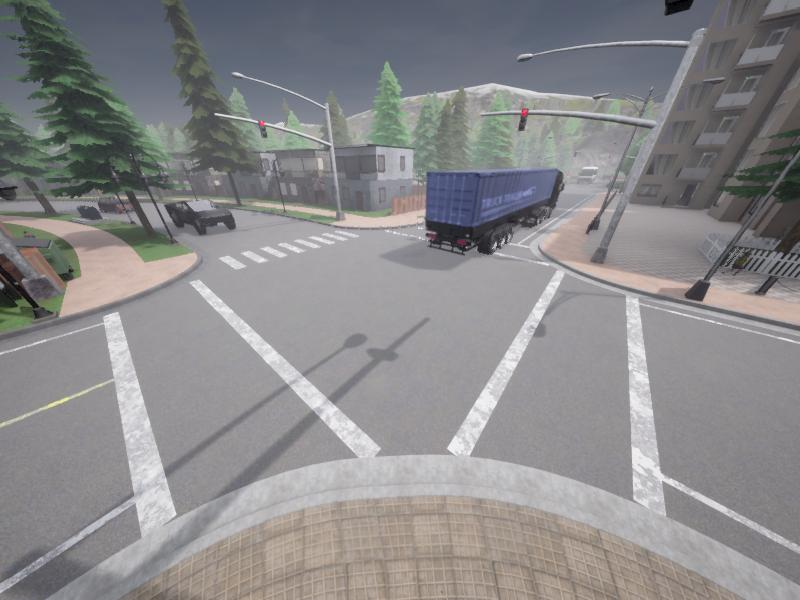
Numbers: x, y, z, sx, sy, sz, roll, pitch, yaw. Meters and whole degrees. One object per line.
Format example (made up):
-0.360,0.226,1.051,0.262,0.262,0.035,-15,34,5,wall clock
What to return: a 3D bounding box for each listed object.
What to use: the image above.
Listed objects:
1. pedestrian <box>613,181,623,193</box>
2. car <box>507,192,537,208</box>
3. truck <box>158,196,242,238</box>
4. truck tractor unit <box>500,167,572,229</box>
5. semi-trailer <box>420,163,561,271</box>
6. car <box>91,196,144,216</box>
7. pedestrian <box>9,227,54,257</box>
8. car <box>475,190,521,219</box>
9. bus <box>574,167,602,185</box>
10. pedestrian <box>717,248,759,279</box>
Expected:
39.530,-20.558,41.960,0.751,1.860,0.751,23,37,34,pedestrian
15.349,-12.575,28.979,1.994,1.385,4.181,24,38,35,car
-15.490,-6.599,17.860,6.274,2.098,2.390,18,34,28,truck
12.034,-9.279,20.412,3.053,4.208,6.516,24,38,35,truck tractor unit
6.814,-6.387,15.213,2.717,4.402,14.254,24,38,35,semi-trailer
-29.403,-9.875,24.098,3.633,1.501,1.845,10,31,16,car
-19.473,-3.101,12.248,0.751,1.300,0.751,20,36,31,pedestrian
10.071,-9.866,23.608,2.150,2.045,5.566,24,38,35,car
53.958,-35.694,66.140,3.944,4.253,10.273,24,38,35,bus
14.330,-1.557,9.830,0.500,1.100,0.500,20,36,31,pedestrian
